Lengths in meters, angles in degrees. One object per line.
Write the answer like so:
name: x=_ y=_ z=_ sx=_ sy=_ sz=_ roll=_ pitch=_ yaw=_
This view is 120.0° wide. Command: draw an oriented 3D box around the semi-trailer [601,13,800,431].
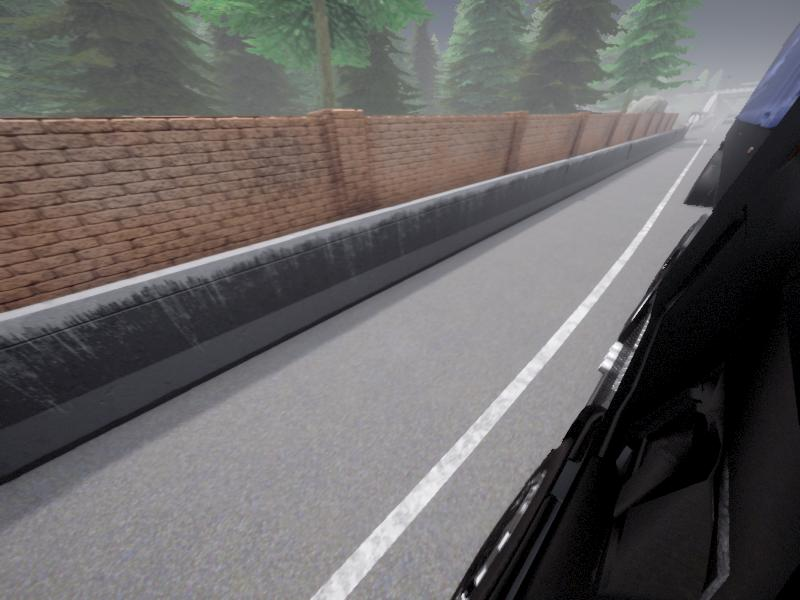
semi-trailer: x=8.566 y=-3.678 z=4.374 sx=14.254 sy=4.402 sz=2.717 roll=-30 pitch=44 yaw=-31

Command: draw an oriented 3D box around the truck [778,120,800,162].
truck: x=25.088 y=-10.073 z=12.454 sx=8.468 sy=3.827 sz=2.891 roll=-30 pitch=44 yaw=-32

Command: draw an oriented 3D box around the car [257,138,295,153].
car: x=-20.015 y=-25.100 z=37.466 sx=4.856 sy=1.649 sz=2.033 roll=-25 pitch=42 yaw=-27

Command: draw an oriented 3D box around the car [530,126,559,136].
car: x=27.757 y=-32.588 z=44.450 sx=1.994 sy=1.385 sz=4.181 roll=-29 pitch=44 yaw=-31

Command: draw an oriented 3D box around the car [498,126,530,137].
car: x=22.257 y=-33.003 z=45.244 sx=2.128 sy=1.511 sz=4.902 roll=-29 pitch=44 yaw=-31

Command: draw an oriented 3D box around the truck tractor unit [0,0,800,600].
truck tractor unit: x=2.645 y=-0.295 z=0.351 sx=6.516 sy=4.208 sz=3.053 roll=-28 pitch=44 yaw=-30
